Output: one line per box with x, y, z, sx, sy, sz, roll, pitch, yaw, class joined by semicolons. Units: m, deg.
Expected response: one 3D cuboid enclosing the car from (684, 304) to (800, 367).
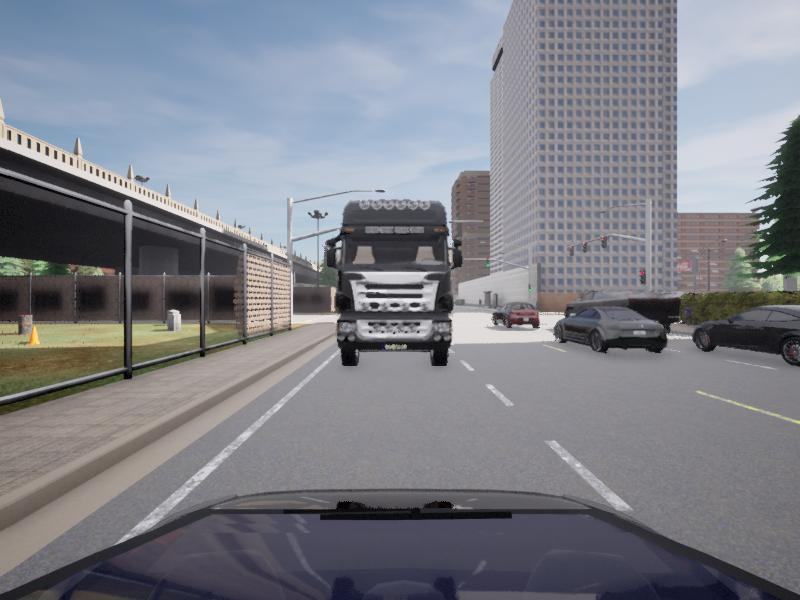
10.361;0.870;10.934;1.812;1.442;4.674;0;0;-1;car

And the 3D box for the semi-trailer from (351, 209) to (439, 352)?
-0.239;-0.618;19.507;2.717;4.402;14.254;0;0;-1;semi-trailer

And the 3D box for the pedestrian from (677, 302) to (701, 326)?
15.748;0.765;21.782;0.751;1.300;0.751;0;0;-6;pedestrian

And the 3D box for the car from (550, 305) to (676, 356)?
6.834;0.908;13.449;1.994;1.385;4.181;0;0;-1;car

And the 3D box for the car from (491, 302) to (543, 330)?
6.719;0.861;23.453;1.816;1.474;4.193;0;0;-1;car

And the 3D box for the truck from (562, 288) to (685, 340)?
10.275;0.544;19.276;2.390;2.098;6.274;0;0;0;truck

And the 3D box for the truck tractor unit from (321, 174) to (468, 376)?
-0.146;-0.513;11.592;3.053;4.208;6.516;0;0;-1;truck tractor unit

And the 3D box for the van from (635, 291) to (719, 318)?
26.137;0.433;37.970;6.366;2.431;2.351;0;0;-1;van
